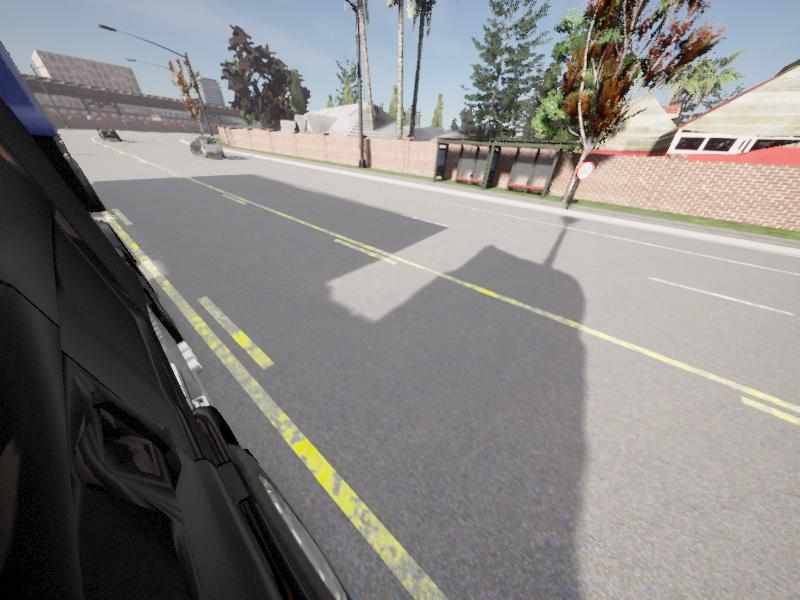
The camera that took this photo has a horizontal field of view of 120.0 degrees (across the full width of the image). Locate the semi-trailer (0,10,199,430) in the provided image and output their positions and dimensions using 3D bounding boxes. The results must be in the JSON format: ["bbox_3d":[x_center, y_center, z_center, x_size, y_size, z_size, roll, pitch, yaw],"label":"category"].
[{"bbox_3d":[-8.677,-3.548,4.351,14.254,4.402,2.717,27,40,31],"label":"semi-trailer"}]

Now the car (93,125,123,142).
[{"bbox_3d":[-38.509,-21.978,30.453,3.705,1.549,1.789,30,42,32],"label":"car"}]

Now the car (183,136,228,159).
[{"bbox_3d":[-18.034,-14.137,21.413,3.633,1.501,1.845,26,40,29],"label":"car"}]

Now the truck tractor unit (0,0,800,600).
[{"bbox_3d":[-2.645,-0.295,0.351,6.516,4.208,3.053,28,44,30],"label":"truck tractor unit"}]
